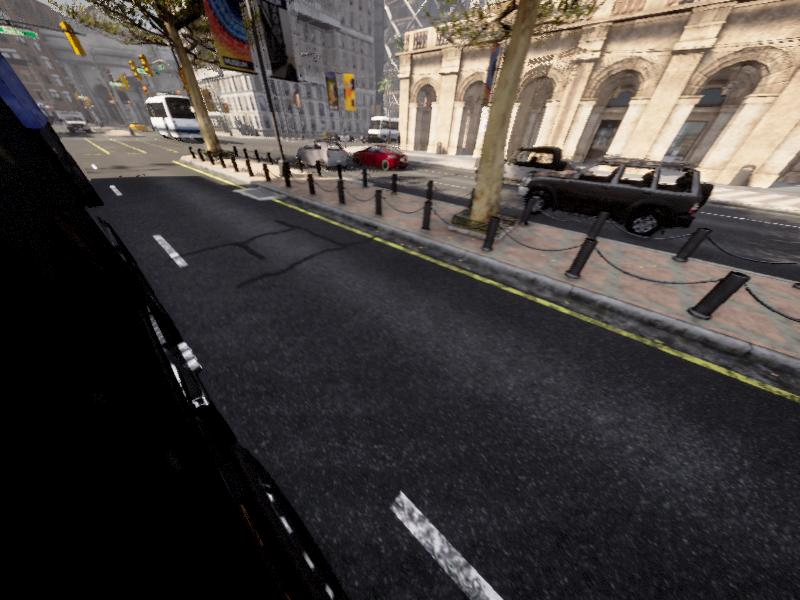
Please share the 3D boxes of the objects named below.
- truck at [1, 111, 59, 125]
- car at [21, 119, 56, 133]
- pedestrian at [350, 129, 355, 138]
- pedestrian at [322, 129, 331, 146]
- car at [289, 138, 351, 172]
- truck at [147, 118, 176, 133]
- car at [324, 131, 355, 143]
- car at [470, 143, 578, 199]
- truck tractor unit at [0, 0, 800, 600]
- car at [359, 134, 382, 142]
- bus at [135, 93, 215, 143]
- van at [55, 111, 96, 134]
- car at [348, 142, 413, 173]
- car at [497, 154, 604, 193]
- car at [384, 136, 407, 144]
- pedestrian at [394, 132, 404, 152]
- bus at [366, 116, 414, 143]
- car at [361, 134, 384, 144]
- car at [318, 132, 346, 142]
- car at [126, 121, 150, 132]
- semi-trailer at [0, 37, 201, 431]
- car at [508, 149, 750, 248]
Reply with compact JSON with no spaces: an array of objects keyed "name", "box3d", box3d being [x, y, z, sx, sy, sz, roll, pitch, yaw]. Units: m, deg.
[{"name":"truck","box3d":[-81.703,-40.324,51.254,6.274,2.098,2.390,-21,42,-29]},{"name":"car","box3d":[-49.203,-23.724,31.471,5.357,1.411,2.033,28,43,30]},{"name":"pedestrian","box3d":[-11.551,-40.416,56.132,0.751,1.860,0.751,28,43,30]},{"name":"pedestrian","box3d":[-10.482,-23.148,32.924,0.751,1.860,0.751,-28,46,-35]},{"name":"car","box3d":[-5.099,-9.363,14.826,3.633,1.501,1.845,28,43,30]},{"name":"truck","box3d":[-47.472,-34.669,45.914,6.274,2.098,2.390,28,43,30]},{"name":"car","box3d":[-10.615,-28.749,40.881,2.038,1.542,4.974,27,42,29]},{"name":"car","box3d":[5.844,-6.427,11.274,3.866,1.878,1.905,28,43,30]},{"name":"truck tractor unit","box3d":[-2.645,-0.295,0.351,6.516,4.208,3.053,28,44,30]},{"name":"car","box3d":[-6.269,-34.867,49.709,1.895,1.301,4.718,28,43,30]},{"name":"bus","box3d":[-28.326,-22.656,29.038,10.273,4.253,3.944,28,43,30]},{"name":"van","box3d":[-47.292,-25.841,33.613,6.366,2.431,2.351,28,43,30]},{"name":"car","box3d":[-1.388,-10.029,16.127,4.181,1.385,1.994,28,43,30]},{"name":"car","box3d":[8.378,-7.352,13.204,4.718,1.301,1.895,28,43,30]},{"name":"car","box3d":[-0.804,-32.092,46.304,1.895,1.301,4.718,28,43,30]},{"name":"pedestrian","box3d":[-0.157,-17.872,26.188,0.751,1.860,0.751,-20,42,-28]},{"name":"bus","box3d":[-1.974,-35.576,48.477,3.944,4.253,10.273,28,43,30]},{"name":"car","box3d":[-4.965,-29.349,42.125,1.816,1.474,4.193,28,43,30]},{"name":"car","box3d":[-12.646,-30.576,43.295,1.812,1.442,4.674,28,43,30]},{"name":"car","box3d":[-49.806,-32.989,43.900,5.366,1.575,1.801,28,43,30]},{"name":"semi-trailer","box3d":[-8.699,-3.586,4.254,14.254,4.402,2.717,28,43,30]},{"name":"car","box3d":[6.336,-3.463,7.277,4.605,1.855,1.932,28,43,30]}]
